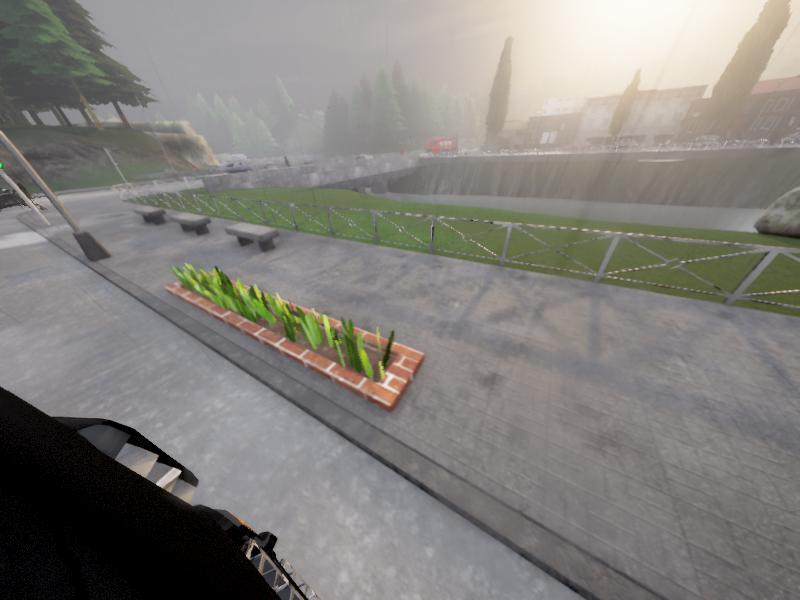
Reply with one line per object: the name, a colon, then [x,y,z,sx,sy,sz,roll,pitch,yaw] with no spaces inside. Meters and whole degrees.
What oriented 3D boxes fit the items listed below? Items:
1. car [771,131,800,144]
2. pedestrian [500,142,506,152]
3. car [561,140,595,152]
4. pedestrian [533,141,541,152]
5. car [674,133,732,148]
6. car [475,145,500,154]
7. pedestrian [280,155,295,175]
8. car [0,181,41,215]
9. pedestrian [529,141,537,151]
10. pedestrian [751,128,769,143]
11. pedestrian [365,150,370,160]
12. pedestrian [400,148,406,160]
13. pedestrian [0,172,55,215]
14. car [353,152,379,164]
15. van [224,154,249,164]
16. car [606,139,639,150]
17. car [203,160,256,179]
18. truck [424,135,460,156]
car: [57.881,-23.511,33.396,3.806,1.475,1.970,16,38,26]
pedestrian: [24.288,-36.184,54.661,0.751,1.860,0.751,-28,41,-32]
car: [34.633,-30.130,45.137,5.027,1.651,2.152,16,38,26]
pedestrian: [28.775,-32.157,48.410,0.751,1.860,0.751,-7,34,-6]
car: [49.193,-26.033,37.756,5.238,1.638,1.930,16,38,26]
car: [19.856,-34.301,52.626,4.856,1.649,2.033,16,38,26]
pedestrian: [-12.476,-14.945,25.612,0.751,1.860,0.751,12,36,21]
car: [-24.185,-5.853,13.432,1.816,1.474,4.193,-21,37,-24]
pedestrian: [29.070,-33.678,50.492,0.751,1.860,0.751,23,41,34]
pedestrian: [59.746,-27.312,38.378,0.751,1.860,0.751,22,41,33]
pedestrian: [-7.339,-32.785,52.105,0.751,1.860,0.751,20,40,31]
pedestrian: [0.538,-28.086,44.378,0.751,1.860,0.751,15,37,25]
pedestrian: [-19.269,-5.434,11.803,0.751,1.860,0.751,-9,34,-8]
car: [-6.318,-26.760,43.465,2.038,1.542,4.974,16,38,26]
van: [-54.580,-47.164,77.210,1.988,2.561,5.915,16,38,26]
car: [40.519,-28.410,42.196,3.806,1.475,1.970,16,38,26]
car: [-21.223,-16.423,28.957,2.242,1.667,4.611,16,38,26]
truck: [10.146,-37.997,56.992,2.891,3.827,8.468,-30,42,-34]
